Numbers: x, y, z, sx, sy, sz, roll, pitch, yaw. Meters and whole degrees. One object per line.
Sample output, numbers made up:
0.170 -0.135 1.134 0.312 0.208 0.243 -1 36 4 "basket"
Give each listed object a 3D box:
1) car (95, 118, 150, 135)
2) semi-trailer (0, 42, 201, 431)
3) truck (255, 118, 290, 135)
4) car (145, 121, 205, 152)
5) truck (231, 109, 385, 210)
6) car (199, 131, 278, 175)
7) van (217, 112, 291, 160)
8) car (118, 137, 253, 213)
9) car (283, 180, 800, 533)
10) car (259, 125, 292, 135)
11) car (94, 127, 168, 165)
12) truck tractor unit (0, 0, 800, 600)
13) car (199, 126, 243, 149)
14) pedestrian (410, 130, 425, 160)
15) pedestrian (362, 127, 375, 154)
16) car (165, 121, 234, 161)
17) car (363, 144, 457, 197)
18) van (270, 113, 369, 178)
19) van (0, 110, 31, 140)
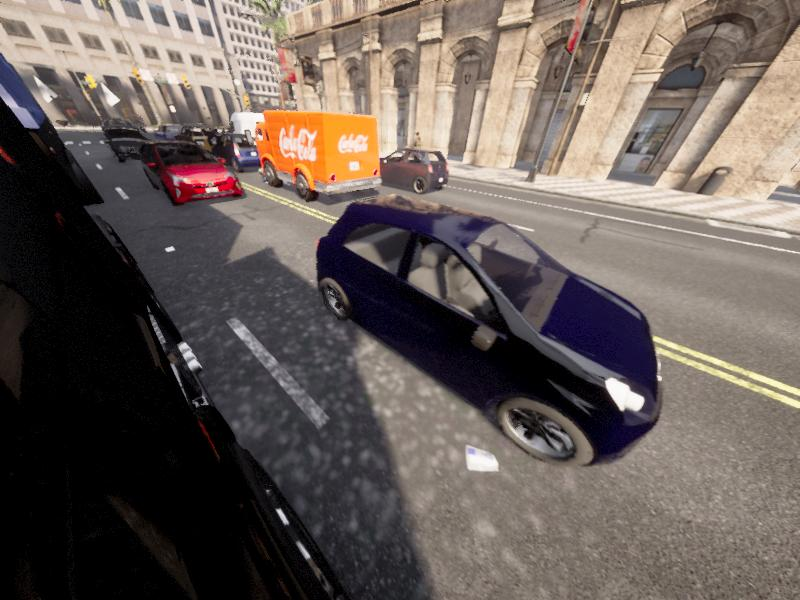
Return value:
-35.147 -21.995 29.347 1.851 1.617 3.988 29 44 30 "car"
-8.685 -3.621 4.231 14.254 4.402 2.717 28 44 30 "semi-trailer"
-25.633 -35.110 46.780 2.627 2.467 5.204 29 44 30 "truck"
-18.066 -13.160 18.534 4.553 1.767 2.097 29 44 30 "car"
-3.370 -5.466 8.676 5.204 2.467 2.627 28 44 30 "truck"
-8.686 -8.003 12.429 3.988 1.617 1.851 29 44 30 "car"
-10.970 -12.388 17.357 5.915 2.561 1.988 29 44 30 "van"
-7.308 -4.461 7.858 4.514 1.525 2.007 29 44 30 "car"
0.689 -0.144 2.622 3.633 1.501 1.845 28 44 30 "car"
-23.887 -32.672 44.467 2.163 1.488 4.792 29 44 30 "car"
-15.727 -9.047 13.450 4.892 1.490 1.837 29 44 31 "car"
-2.645 -0.295 0.351 6.516 4.208 3.053 28 44 30 "truck tractor unit"
-16.454 -14.935 21.233 3.633 1.501 1.845 29 44 30 "car"
1.376 -12.226 18.236 0.751 1.860 0.751 25 42 27 "pedestrian"
-2.779 -13.991 20.315 0.751 1.860 0.751 -28 47 -35 "pedestrian"
-13.448 -10.703 15.491 4.605 1.855 1.932 28 44 30 "car"
0.320 -5.837 10.203 3.633 1.501 1.845 28 44 30 "car"
-4.594 -8.920 13.149 5.915 2.561 1.988 29 44 30 "van"
-35.727 -14.873 19.482 4.442 1.987 1.775 -4 37 -10 "van"
